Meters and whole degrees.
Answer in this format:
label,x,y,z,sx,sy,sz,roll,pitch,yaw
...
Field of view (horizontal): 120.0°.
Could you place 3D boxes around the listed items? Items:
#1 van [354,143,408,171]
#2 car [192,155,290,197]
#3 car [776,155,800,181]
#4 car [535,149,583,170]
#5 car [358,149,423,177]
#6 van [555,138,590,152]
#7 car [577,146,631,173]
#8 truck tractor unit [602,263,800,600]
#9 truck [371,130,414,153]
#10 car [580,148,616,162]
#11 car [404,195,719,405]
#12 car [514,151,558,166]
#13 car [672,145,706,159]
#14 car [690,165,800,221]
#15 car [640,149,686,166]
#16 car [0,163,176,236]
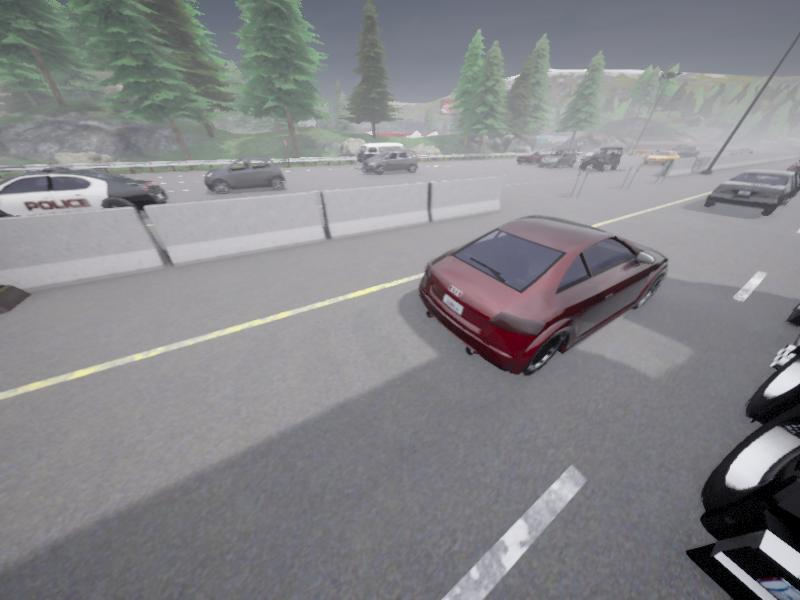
label,x,y,z,sx,sy,sz,roll,pitch,yaw
van,-1.694,-13.338,21.421,4.480,2.038,2.069,-18,39,-24
car,-7.967,-6.478,11.920,3.633,1.501,1.845,-18,39,-24
car,31.219,-9.984,17.413,4.974,1.542,2.038,-18,39,-25
car,16.107,-14.333,23.439,3.988,1.617,1.851,-18,39,-25
car,-0.745,-11.185,18.659,4.611,1.667,2.242,-18,39,-24
van,40.606,-36.581,54.556,1.988,2.561,5.915,-18,39,-25
car,18.781,-13.010,21.314,3.866,1.878,1.905,-18,39,-24
truck tractor unit,5.116,-0.293,0.788,6.516,4.208,3.053,-18,39,-24
truck,-1.540,-34.155,49.831,8.468,3.827,2.891,-13,37,-19
car,27.786,-20.366,32.402,4.674,1.442,1.812,-18,39,-25
car,2.380,-0.542,3.634,4.181,1.385,1.994,-18,39,-24
car,15.647,-16.361,26.626,4.718,1.301,1.895,-18,39,-25
car,48.949,-25.084,39.127,4.553,1.767,2.097,-18,39,-25
car,15.004,-4.655,9.677,5.357,1.411,2.033,-18,39,-24
car,31.072,-16.878,27.296,5.366,1.575,1.801,-18,39,-24
car,-10.782,-3.249,7.244,4.974,1.542,2.038,-18,39,-25
